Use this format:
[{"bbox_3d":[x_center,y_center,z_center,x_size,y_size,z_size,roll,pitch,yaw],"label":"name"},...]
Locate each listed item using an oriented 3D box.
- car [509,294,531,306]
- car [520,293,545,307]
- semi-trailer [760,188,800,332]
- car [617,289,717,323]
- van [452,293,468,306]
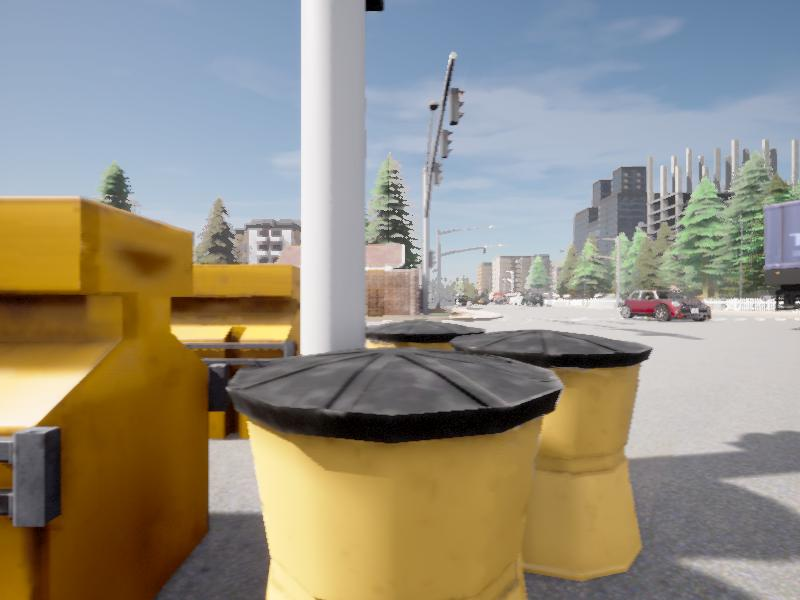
[{"bbox_3d":[20.489,-0.032,68.581,2.150,2.045,5.566,0,0,2],"label":"car"},{"bbox_3d":[20.266,-0.032,61.281,2.150,2.045,5.566,0,0,1],"label":"car"},{"bbox_3d":[16.353,-1.231,7.472,2.717,4.402,14.254,-1,0,-28],"label":"semi-trailer"},{"bbox_3d":[12.364,0.253,18.856,1.970,1.475,3.806,0,0,-5],"label":"car"},{"bbox_3d":[9.909,-0.029,66.203,2.069,2.038,4.480,0,0,2],"label":"van"}]
